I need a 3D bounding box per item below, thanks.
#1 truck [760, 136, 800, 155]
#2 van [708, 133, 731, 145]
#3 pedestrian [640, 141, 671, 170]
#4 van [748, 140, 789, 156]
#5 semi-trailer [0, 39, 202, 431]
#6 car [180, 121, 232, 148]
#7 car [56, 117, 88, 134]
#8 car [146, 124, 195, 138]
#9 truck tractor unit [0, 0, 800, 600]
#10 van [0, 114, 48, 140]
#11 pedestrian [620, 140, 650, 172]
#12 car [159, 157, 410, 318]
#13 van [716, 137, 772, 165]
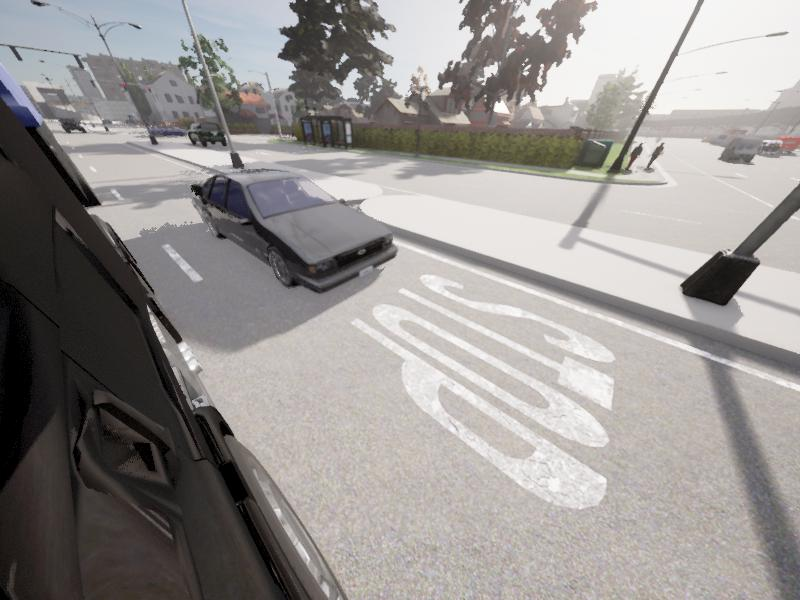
[{"bbox_3d":[70.304,-28.521,42.514,2.627,2.467,5.204,28,45,30],"label":"truck"},{"bbox_3d":[87.248,-44.066,63.163,1.988,2.561,5.915,28,45,30],"label":"van"},{"bbox_3d":[19.926,-11.267,18.030,0.751,1.860,0.751,-27,45,-33],"label":"pedestrian"},{"bbox_3d":[62.050,-25.756,39.029,2.069,2.038,4.480,28,45,30],"label":"van"},{"bbox_3d":[-8.734,-3.560,4.223,14.254,4.402,2.717,28,43,30],"label":"semi-trailer"},{"bbox_3d":[-20.608,-17.605,24.517,5.566,2.045,2.150,27,43,30],"label":"car"},{"bbox_3d":[-47.982,-25.522,33.840,3.866,1.878,1.905,27,43,30],"label":"car"},{"bbox_3d":[-33.909,-25.102,34.382,4.792,1.488,2.163,-19,42,-27],"label":"car"},{"bbox_3d":[-2.645,-0.295,0.352,6.516,4.208,3.053,28,44,30],"label":"truck tractor unit"},{"bbox_3d":[-39.182,-17.056,22.776,4.480,2.038,2.069,1,34,-1],"label":"van"},{"bbox_3d":[16.856,-10.345,16.620,0.751,1.860,0.751,27,43,30],"label":"pedestrian"},{"bbox_3d":[-2.576,-1.833,4.771,5.357,1.411,2.033,27,43,30],"label":"car"},{"bbox_3d":[42.855,-18.869,29.013,1.988,2.561,5.915,28,44,30],"label":"van"}]
